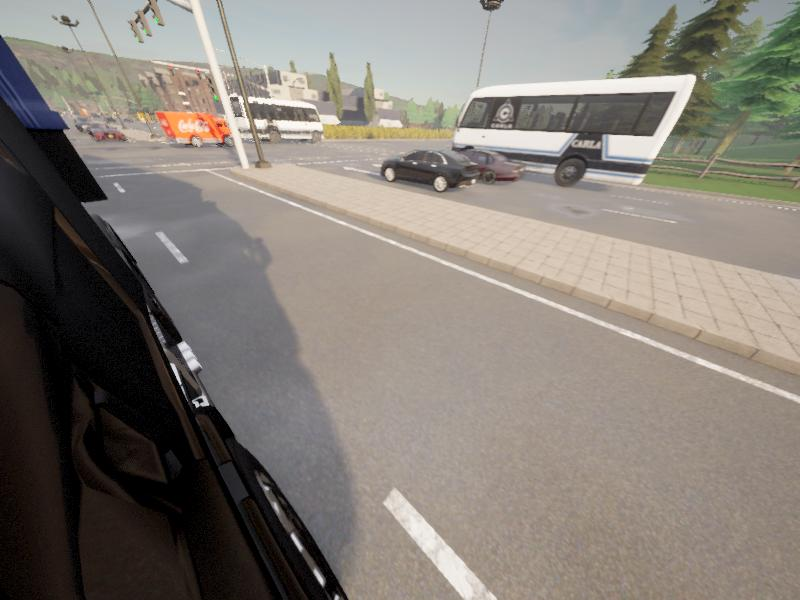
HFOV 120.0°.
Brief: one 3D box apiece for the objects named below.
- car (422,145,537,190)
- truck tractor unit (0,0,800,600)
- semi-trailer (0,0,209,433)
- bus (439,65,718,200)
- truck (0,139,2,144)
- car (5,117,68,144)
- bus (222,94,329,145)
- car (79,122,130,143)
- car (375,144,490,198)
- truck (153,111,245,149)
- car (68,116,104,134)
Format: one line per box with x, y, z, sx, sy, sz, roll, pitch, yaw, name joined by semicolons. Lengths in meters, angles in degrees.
4.039;-7.331;12.550;5.357;1.411;2.033;29;44;30;car
-2.645;-0.295;0.351;6.516;4.208;3.053;28;44;30;truck tractor unit
-9.161;-3.246;3.706;14.254;4.402;2.717;23;41;24;semi-trailer
7.865;-9.086;12.757;10.273;4.253;3.944;29;44;30;bus
-30.266;-11.694;15.574;6.274;2.098;2.390;28;44;30;truck
-30.522;-14.398;19.569;5.027;1.651;2.152;28;44;30;car
-14.546;-21.934;28.479;3.944;4.253;10.273;27;43;29;bus
-27.995;-15.847;21.880;4.181;1.385;1.994;25;42;27;car
1.248;-6.130;10.680;4.892;1.490;1.837;29;44;30;car
-17.767;-15.254;20.826;2.627;2.467;5.204;25;42;27;truck
-41.276;-23.011;30.377;4.856;1.649;2.033;29;44;30;car
